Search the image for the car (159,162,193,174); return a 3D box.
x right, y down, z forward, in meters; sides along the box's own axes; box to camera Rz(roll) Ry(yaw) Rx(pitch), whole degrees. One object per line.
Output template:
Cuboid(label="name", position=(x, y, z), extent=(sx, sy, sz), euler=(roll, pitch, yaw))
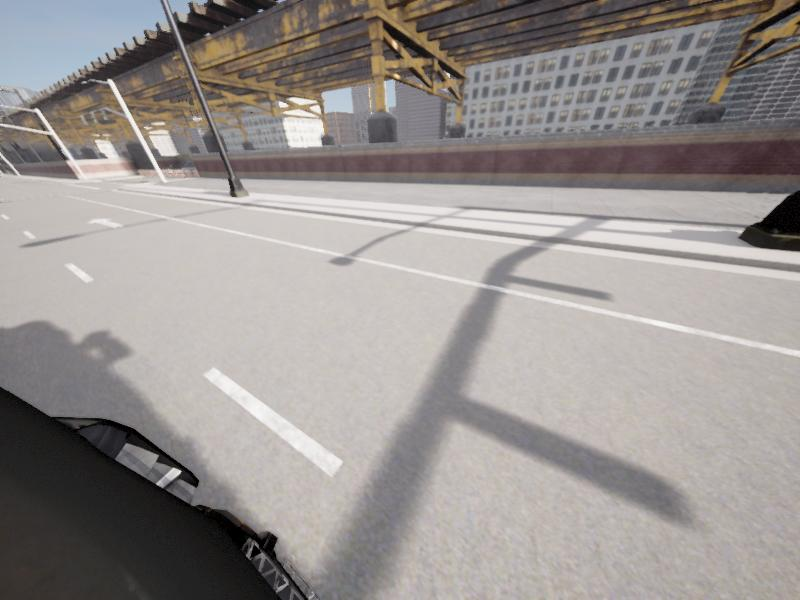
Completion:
Cuboid(label="car", position=(-34.241, -20.330, 35.495), extent=(1.853, 1.218, 4.536), euler=(-11, 34, -12))

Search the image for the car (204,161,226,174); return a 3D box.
Cuboid(label="car", position=(-25.228, -18.256, 31.697), extent=(1.853, 1.218, 4.536), euler=(-20, 37, -25))

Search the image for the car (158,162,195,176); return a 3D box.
Cuboid(label="car", position=(-34.219, -20.172, 35.540), extent=(2.038, 1.542, 4.974), euler=(-11, 34, -12))

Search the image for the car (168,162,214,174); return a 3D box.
Cuboid(label="car", position=(-30.185, -19.174, 33.449), extent=(4.536, 1.218, 1.853), euler=(-5, 34, -4))

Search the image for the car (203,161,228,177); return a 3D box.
Cuboid(label="car", position=(-25.194, -18.101, 31.746), extent=(2.038, 1.542, 4.974), euler=(-20, 37, -25))

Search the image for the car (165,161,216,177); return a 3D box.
Cuboid(label="car", position=(-30.230, -19.038, 33.532), extent=(4.974, 1.542, 2.038), euler=(-5, 34, -4))
